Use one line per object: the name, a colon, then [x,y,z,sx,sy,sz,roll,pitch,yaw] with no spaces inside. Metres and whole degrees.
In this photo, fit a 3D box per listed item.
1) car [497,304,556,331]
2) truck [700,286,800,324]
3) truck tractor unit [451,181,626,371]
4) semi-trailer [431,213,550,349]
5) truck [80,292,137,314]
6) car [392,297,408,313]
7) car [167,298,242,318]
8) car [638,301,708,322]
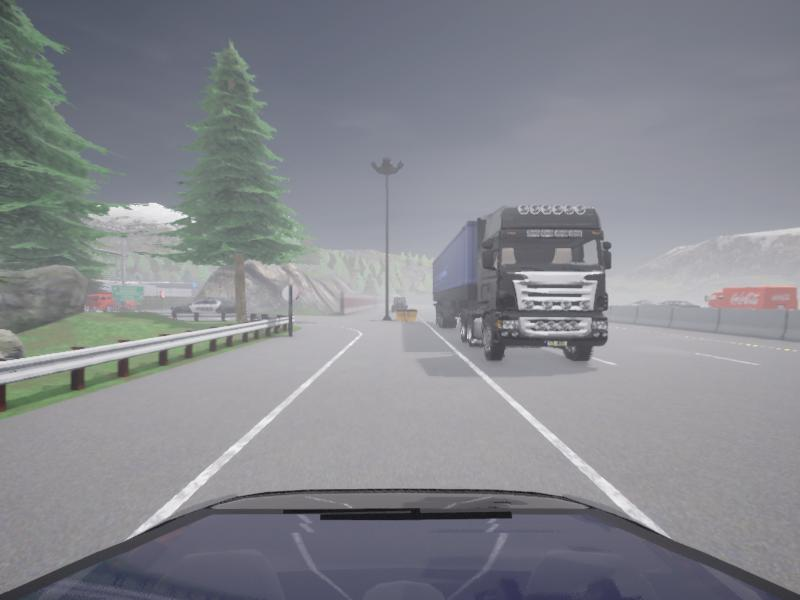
car: [6.989,0.923,22.661,1.895,1.301,4.718,0,0,0]
truck: [24.486,0.331,28.245,2.627,2.467,5.204,0,0,0]
truck tractor unit: [3.493,-0.531,12.147,3.053,4.208,6.516,0,0,0]
semi-trailer: [3.485,-0.637,20.063,2.717,4.402,14.254,0,0,0]
truck: [-33.536,0.306,46.252,2.627,2.467,5.204,0,0,4]
car: [-0.024,0.601,49.878,1.905,1.878,3.866,0,0,0]
car: [-15.322,0.601,31.556,4.974,1.542,2.038,0,0,0]
car: [20.982,0.808,31.046,2.128,1.511,4.902,0,0,0]
